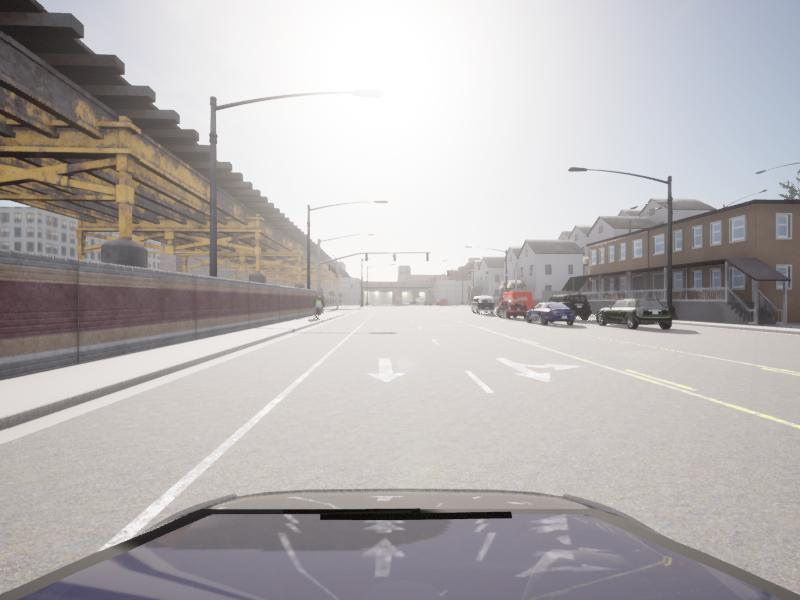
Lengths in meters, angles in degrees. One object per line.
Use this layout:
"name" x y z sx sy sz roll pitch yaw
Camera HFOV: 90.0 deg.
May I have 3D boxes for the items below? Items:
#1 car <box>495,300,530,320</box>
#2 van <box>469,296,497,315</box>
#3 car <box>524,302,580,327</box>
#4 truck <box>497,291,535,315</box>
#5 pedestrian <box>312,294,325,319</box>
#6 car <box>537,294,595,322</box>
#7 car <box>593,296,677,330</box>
"car" 9.586 0.789 34.367 1.851 1.617 3.988 0 0 -2
"van" 9.301 0.574 45.249 2.069 2.038 4.480 0 0 -1
"car" 9.787 0.870 26.237 1.812 1.442 4.674 0 0 -1
"truck" 12.775 0.352 44.465 2.627 2.467 5.204 0 0 -1
"pedestrian" -6.063 0.485 29.824 0.751 1.860 0.751 0 0 2
"car" 13.128 0.572 32.111 2.150 2.045 5.566 0 0 -1
"car" 13.378 0.695 23.174 2.097 1.767 4.553 0 0 -2
